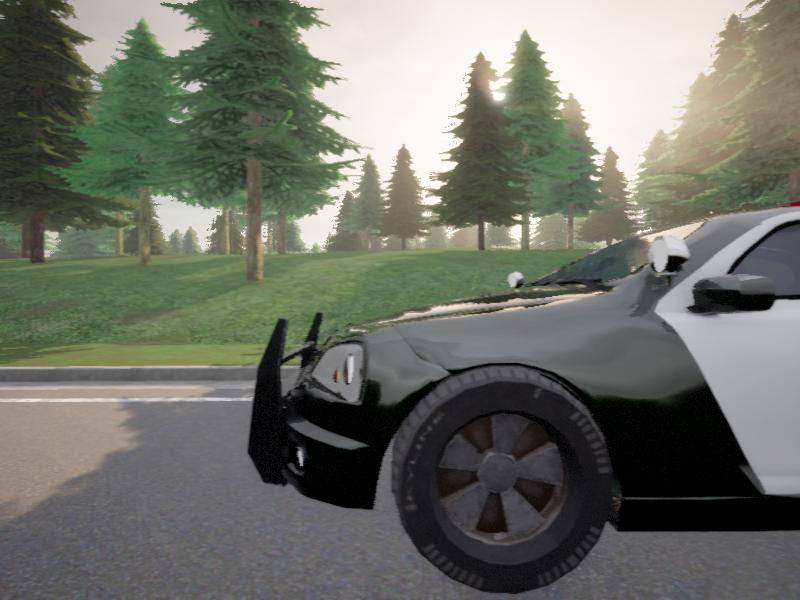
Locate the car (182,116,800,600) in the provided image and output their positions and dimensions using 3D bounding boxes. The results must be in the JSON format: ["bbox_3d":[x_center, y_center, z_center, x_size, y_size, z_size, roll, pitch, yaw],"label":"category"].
[{"bbox_3d":[1.801,0.231,2.302,4.974,1.542,2.038,1,0,-1],"label":"car"}]
